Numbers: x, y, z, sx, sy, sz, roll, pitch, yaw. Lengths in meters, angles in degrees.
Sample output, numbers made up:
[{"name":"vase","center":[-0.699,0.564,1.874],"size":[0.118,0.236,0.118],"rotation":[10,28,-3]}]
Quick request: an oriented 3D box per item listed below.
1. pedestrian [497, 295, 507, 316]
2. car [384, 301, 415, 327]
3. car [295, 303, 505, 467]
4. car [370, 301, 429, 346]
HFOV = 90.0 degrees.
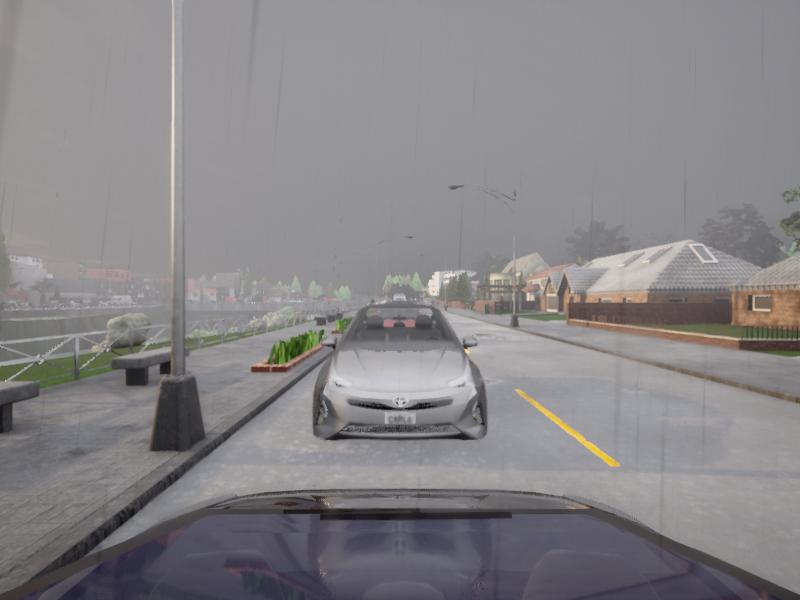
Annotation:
[{"name":"pedestrian","center":[9.093,0.506,35.678],"size":[0.751,1.860,0.751],"rotation":[0,0,-4]},{"name":"car","center":[-0.017,0.835,25.216],"size":[1.816,1.474,4.193],"rotation":[0,0,0]},{"name":"car","center":[-0.005,0.822,6.073],"size":[2.007,1.525,4.514],"rotation":[0,0,0]},{"name":"car","center":[-0.012,0.816,15.995],"size":[2.007,1.525,4.514],"rotation":[0,0,0]}]
